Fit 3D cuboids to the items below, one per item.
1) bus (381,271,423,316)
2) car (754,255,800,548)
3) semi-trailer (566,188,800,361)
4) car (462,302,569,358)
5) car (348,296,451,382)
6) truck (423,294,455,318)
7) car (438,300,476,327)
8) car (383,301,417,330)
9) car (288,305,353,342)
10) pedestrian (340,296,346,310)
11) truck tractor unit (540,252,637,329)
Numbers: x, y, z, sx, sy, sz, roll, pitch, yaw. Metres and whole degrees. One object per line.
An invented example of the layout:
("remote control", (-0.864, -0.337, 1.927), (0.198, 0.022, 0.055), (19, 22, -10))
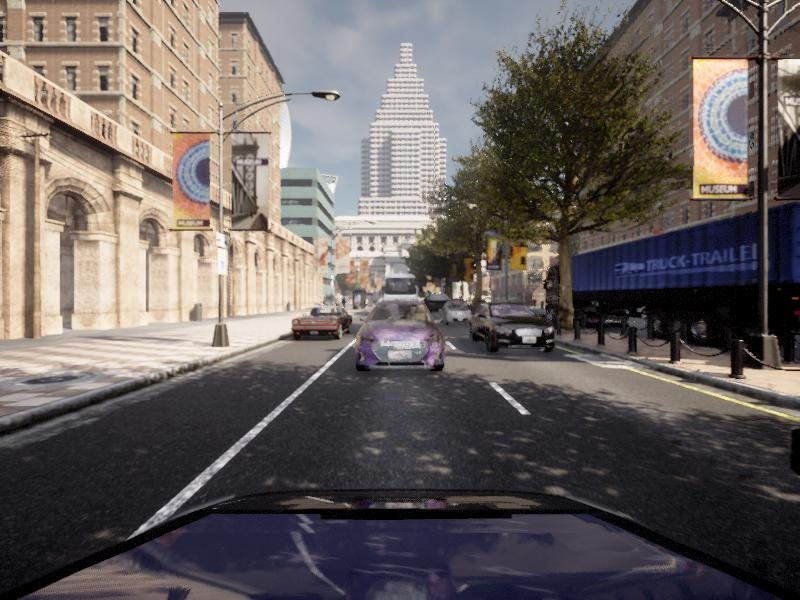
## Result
("bus", (0.148, -0.584, 42.980), (3.944, 4.253, 10.273), (0, 0, 0))
("car", (3.500, 0.650, 0.557), (1.932, 1.855, 4.605), (0, 0, 0))
("semi-trailer", (11.398, -0.638, 17.295), (2.717, 4.402, 14.254), (0, 0, 1))
("car", (3.504, 0.821, 13.283), (2.128, 1.511, 4.902), (0, 0, 0))
("car", (0.001, 0.761, 10.365), (2.033, 1.649, 4.856), (0, 1, 0))
("truck", (3.506, 0.497, 37.220), (2.390, 2.098, 6.274), (0, 0, 0))
("car", (3.504, 0.795, 25.051), (1.845, 1.501, 3.633), (0, 0, 0))
("car", (0.004, 0.817, 23.567), (1.837, 1.490, 4.892), (0, 0, 0))
("car", (-3.246, 0.918, 17.256), (1.895, 1.301, 4.718), (0, 0, 0))
("pedestrian", (-7.800, 0.422, 54.761), (0.751, 1.860, 0.751), (0, 0, 0))
("truck tractor unit", (11.492, -0.548, 25.208), (3.053, 4.208, 6.516), (0, 0, 0))
